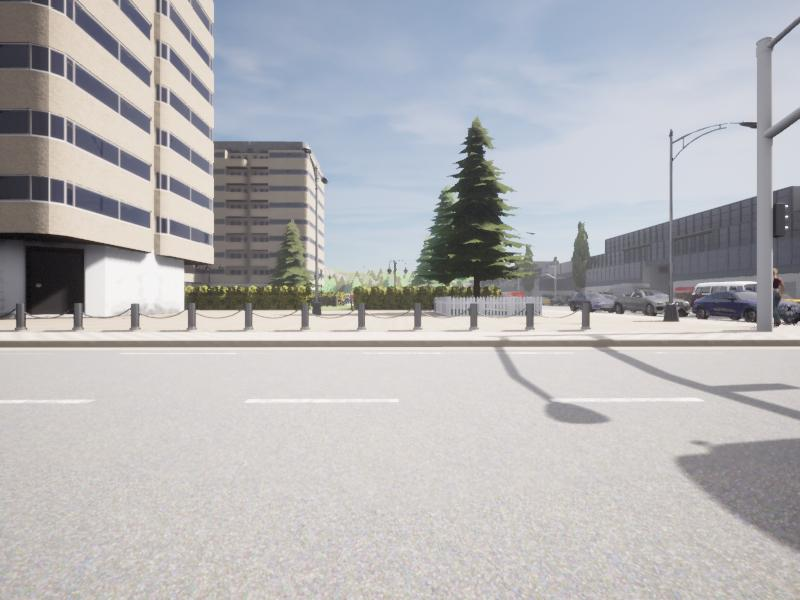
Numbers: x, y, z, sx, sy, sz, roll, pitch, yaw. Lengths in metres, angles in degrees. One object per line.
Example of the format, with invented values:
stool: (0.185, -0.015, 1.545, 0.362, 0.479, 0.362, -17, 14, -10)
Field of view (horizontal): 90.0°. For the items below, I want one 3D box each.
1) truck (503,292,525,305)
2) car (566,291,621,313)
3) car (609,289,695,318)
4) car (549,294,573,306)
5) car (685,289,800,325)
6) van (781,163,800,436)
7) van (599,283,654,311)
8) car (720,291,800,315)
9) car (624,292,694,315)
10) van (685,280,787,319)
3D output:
truck: (21.877, -0.245, 76.771, 2.627, 2.467, 5.204, 0, 0, -1)
car: (15.420, 0.178, 32.250, 2.033, 1.649, 4.856, 0, 0, -1)
car: (15.509, 0.181, 25.024, 2.152, 1.651, 5.027, 0, 0, -1)
car: (25.550, 0.052, 63.515, 1.932, 1.855, 4.605, 0, 0, -1)
car: (15.535, 0.270, 18.225, 1.812, 1.442, 4.674, 0, 0, 1)
van: (5.121, -0.002, 2.139, 4.442, 1.987, 1.775, 0, 0, 1)
van: (22.338, -0.278, 39.786, 1.988, 2.561, 5.915, 0, 0, -1)
car: (25.965, 0.201, 28.622, 1.801, 1.575, 5.366, 0, 0, -1)
car: (18.953, 0.223, 29.598, 1.882, 1.535, 5.008, 0, 0, -1)
van: (19.027, -0.029, 23.001, 2.069, 2.038, 4.480, 0, 0, -1)
